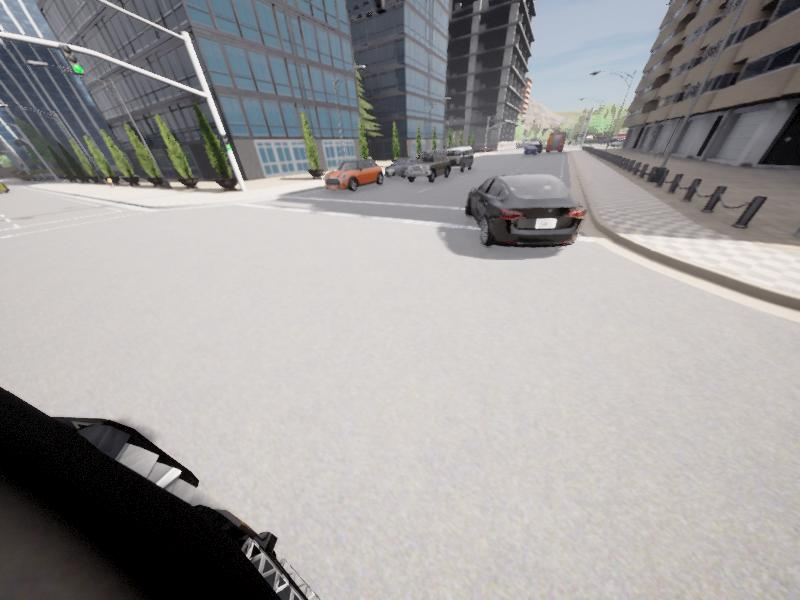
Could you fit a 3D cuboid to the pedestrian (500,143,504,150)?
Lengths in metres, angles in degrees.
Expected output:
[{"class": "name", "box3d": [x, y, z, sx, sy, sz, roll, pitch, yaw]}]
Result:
[{"class": "pedestrian", "box3d": [33.604, -50.330, 75.936, 0.751, 1.860, 0.751, 7, 35, 16]}]

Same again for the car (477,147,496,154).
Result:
[{"class": "car", "box3d": [24.665, -42.804, 66.091, 4.718, 1.301, 1.895, 15, 38, 26]}]

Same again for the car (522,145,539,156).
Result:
[{"class": "car", "box3d": [23.696, -27.076, 41.861, 1.882, 1.535, 5.008, 16, 38, 26]}]

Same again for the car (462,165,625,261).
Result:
[{"class": "car", "box3d": [3.201, -2.774, 6.577, 2.163, 1.488, 4.792, 1, 33, 7]}]

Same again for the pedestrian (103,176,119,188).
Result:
[{"class": "pedestrian", "box3d": [-30.270, -12.350, 24.178, 0.500, 1.100, 0.500, 15, 37, 25]}]

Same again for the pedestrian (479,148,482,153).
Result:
[{"class": "pedestrian", "box3d": [21.131, -38.978, 60.319, 0.500, 1.100, 0.500, 12, 36, 22]}]

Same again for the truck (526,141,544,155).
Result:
[{"class": "truck", "box3d": [27.622, -31.154, 47.236, 2.390, 2.098, 6.274, 16, 38, 26]}]

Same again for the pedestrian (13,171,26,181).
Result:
[{"class": "pedestrian", "box3d": [-85.292, -27.822, 51.795, 0.751, 1.860, 0.751, 17, 38, 28]}]

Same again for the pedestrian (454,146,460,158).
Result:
[{"class": "pedestrian", "box3d": [10.679, -27.637, 43.216, 0.751, 1.860, 0.751, 19, 39, 30]}]

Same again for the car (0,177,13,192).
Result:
[{"class": "car", "box3d": [-53.276, -15.040, 30.182, 4.514, 1.525, 2.007, 16, 38, 26]}]

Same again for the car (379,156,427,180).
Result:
[{"class": "car", "box3d": [0.413, -11.985, 20.846, 2.128, 1.511, 4.902, 16, 38, 27]}]

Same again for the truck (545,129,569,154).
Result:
[{"class": "truck", "box3d": [32.221, -32.660, 47.565, 2.891, 3.827, 8.468, 15, 38, 26]}]

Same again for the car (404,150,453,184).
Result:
[{"class": "car", "box3d": [2.282, -10.180, 17.595, 1.932, 1.855, 4.605, 16, 38, 26]}]

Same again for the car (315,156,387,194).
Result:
[{"class": "car", "box3d": [-3.127, -8.685, 15.854, 2.097, 1.767, 4.553, 16, 38, 27]}]

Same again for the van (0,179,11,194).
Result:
[{"class": "van", "box3d": [-48.093, -13.577, 27.087, 4.442, 1.987, 1.775, 18, 39, 29]}]

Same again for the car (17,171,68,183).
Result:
[{"class": "car", "box3d": [-71.885, -24.844, 46.630, 5.238, 1.638, 1.930, -28, 41, -33]}]

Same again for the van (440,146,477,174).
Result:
[{"class": "van", "box3d": [5.716, -13.590, 22.358, 2.069, 2.038, 4.480, 16, 38, 26]}]
